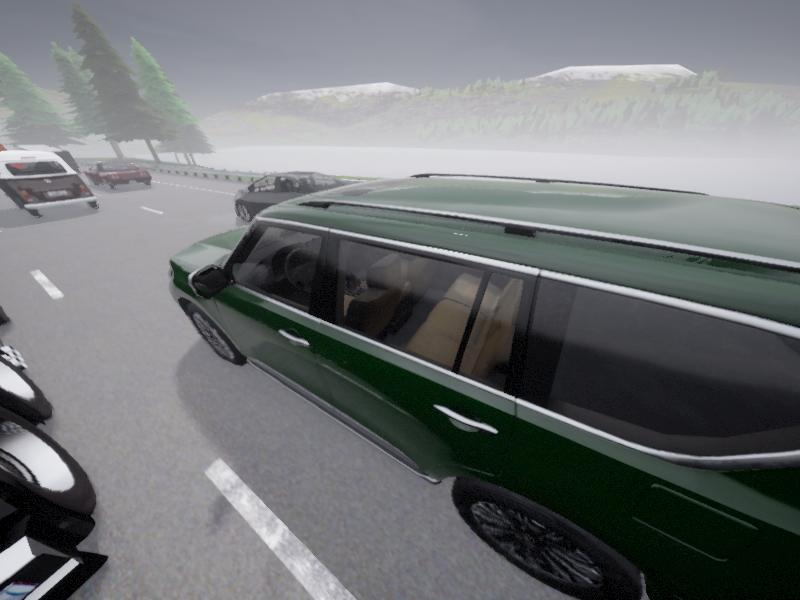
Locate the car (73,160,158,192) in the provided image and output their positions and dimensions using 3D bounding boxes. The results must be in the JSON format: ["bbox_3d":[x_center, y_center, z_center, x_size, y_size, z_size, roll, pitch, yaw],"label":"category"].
[{"bbox_3d":[-17.420,-7.717,14.162,4.718,1.301,1.895,18,39,24],"label":"car"}]

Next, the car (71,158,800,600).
[{"bbox_3d":[-0.084,-0.072,2.331,5.566,2.045,2.150,18,39,24],"label":"car"}]

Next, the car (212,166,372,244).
[{"bbox_3d":[-3.384,-3.244,7.378,4.514,1.525,2.007,18,39,25],"label":"car"}]

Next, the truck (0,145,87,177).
[{"bbox_3d":[-30.485,-11.984,19.734,6.274,2.098,2.390,16,38,22],"label":"truck"}]

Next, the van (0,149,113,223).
[{"bbox_3d":[-14.229,-4.674,9.100,4.480,2.038,2.069,18,39,25],"label":"van"}]

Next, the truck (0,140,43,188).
[{"bbox_3d":[-27.065,-8.896,14.960,5.204,2.467,2.627,18,39,22],"label":"truck"}]

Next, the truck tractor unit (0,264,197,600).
[{"bbox_3d":[-5.119,-0.291,0.785,6.516,4.208,3.053,18,39,24],"label":"truck tractor unit"}]
